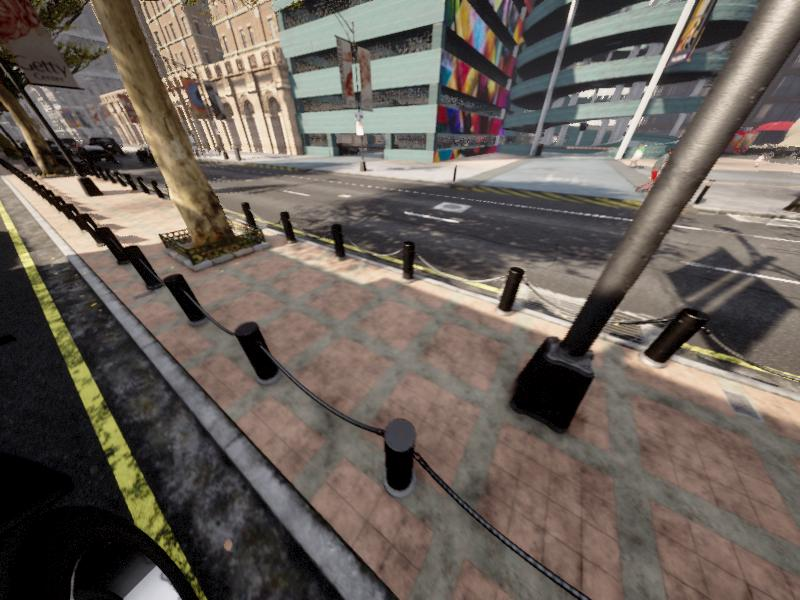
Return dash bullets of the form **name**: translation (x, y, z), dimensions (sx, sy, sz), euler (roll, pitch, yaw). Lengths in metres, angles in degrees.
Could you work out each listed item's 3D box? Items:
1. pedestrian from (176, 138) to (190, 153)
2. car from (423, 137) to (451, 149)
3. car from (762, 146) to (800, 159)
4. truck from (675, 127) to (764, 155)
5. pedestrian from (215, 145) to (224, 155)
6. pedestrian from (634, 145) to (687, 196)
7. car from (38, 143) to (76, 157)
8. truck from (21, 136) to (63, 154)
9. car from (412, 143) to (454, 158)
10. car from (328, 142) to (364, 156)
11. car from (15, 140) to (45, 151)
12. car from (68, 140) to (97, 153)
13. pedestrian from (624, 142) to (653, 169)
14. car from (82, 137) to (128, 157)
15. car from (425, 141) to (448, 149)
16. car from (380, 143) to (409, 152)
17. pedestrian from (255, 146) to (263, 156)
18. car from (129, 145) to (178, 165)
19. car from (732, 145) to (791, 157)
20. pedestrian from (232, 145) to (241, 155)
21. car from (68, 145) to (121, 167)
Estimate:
- **pedestrian**: translation (-32.579, -23.286, 34.735), dimensions (0.751, 1.860, 0.751), euler (27, 43, 33)
- **car**: translation (8.487, -36.268, 53.302), dimensions (5.566, 2.045, 2.435), euler (21, 40, 26)
- **car**: translation (56.719, -21.350, 33.486), dimensions (1.994, 1.385, 4.181), euler (5, 35, 6)
- **truck**: translation (56.800, -28.621, 41.661), dimensions (2.891, 3.827, 8.468), euler (-5, 36, -8)
- **pedestrian**: translation (-24.235, -20.111, 30.963), dimensions (0.500, 1.100, 0.500), euler (24, 42, 30)
- **pedestrian**: translation (11.406, -5.732, 10.216), dimensions (0.751, 1.860, 0.751), euler (23, 41, 29)
- **car**: translation (-45.495, -19.981, 30.670), dimensions (4.181, 1.385, 1.994), euler (21, 40, 26)
- **truck**: translation (-55.350, -24.046, 35.713), dimensions (6.274, 2.098, 2.390), euler (21, 40, 26)
- **car**: translation (4.314, -19.685, 30.347), dimensions (4.902, 1.511, 2.128), euler (21, 40, 26)
- **car**: translation (-7.641, -21.371, 32.704), dimensions (4.786, 1.482, 2.161), euler (21, 40, 26)
- **car**: translation (-70.355, -29.463, 43.931), dimensions (5.027, 1.651, 2.152), euler (21, 40, 26)
- **car**: translation (-50.363, -24.334, 36.629), dimensions (3.705, 1.549, 1.789), euler (21, 40, 26)
- **pedestrian**: translation (19.683, -11.959, 19.118), dimensions (0.751, 1.860, 0.751), euler (11, 37, 15)
- **car**: translation (-38.642, -20.052, 30.241), dimensions (5.566, 2.045, 2.150), euler (21, 40, 26)
- **car**: translation (8.436, -35.966, 53.553), dimensions (4.514, 1.523, 2.007), euler (21, 40, 26)
- **car**: translation (-0.943, -26.767, 40.500), dimensions (4.718, 1.301, 1.895), euler (21, 40, 26)
- **pedestrian**: translation (-18.289, -19.394, 29.997), dimensions (0.500, 1.100, 0.500), euler (24, 42, 30)
- **car**: translation (-24.266, -14.329, 22.742), dimensions (3.806, 1.475, 1.970), euler (21, 40, 26)
- **car**: translation (60.717, -25.224, 38.949), dimensions (2.128, 1.511, 4.902), euler (-3, 35, -5)
- **pedestrian**: translation (-22.140, -20.360, 31.335), dimensions (0.500, 1.100, 0.500), euler (28, 44, 34)
- **car**: translation (-28.589, -13.576, 21.622), dimensions (4.892, 1.490, 1.837), euler (21, 40, 26)
